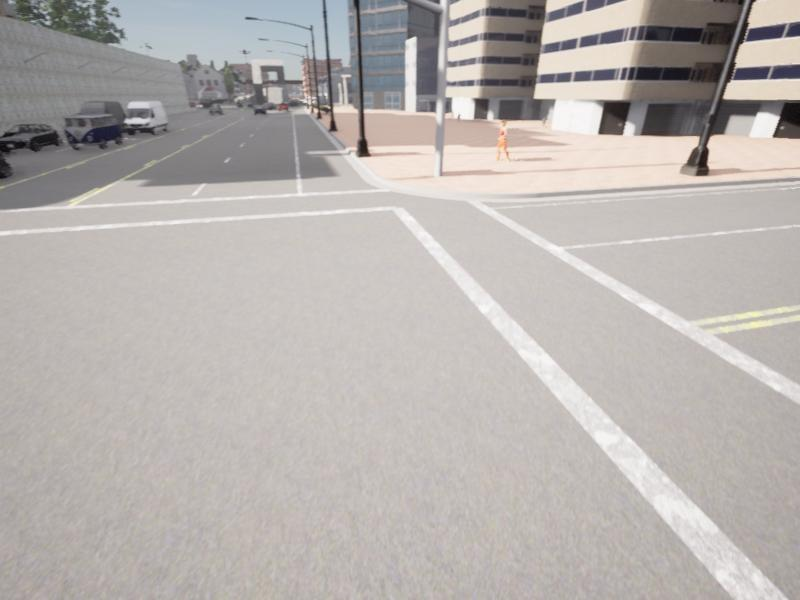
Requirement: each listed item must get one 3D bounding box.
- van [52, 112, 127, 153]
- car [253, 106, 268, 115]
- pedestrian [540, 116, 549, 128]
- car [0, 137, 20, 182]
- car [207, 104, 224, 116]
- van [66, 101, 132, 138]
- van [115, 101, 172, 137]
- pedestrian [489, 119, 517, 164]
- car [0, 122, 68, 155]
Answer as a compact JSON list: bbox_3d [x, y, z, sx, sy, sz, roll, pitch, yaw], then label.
[{"bbox_3d":[-19.224,-10.568,25.079,1.775,1.987,4.442,-6,28,-12],"label":"van"},{"bbox_3d":[-23.402,-31.828,67.144,1.895,1.301,4.718,-6,28,-12],"label":"car"},{"bbox_3d":[14.833,-18.287,41.060,0.500,1.100,0.500,21,34,35],"label":"pedestrian"},{"bbox_3d":[-16.339,-4.933,14.610,1.845,1.501,3.633,-7,28,-12],"label":"car"},{"bbox_3d":[-30.169,-31.108,65.491,1.789,1.549,3.705,-6,28,-12],"label":"car"},{"bbox_3d":[-25.279,-15.448,33.985,1.988,2.561,5.915,-6,28,-12],"label":"van"},{"bbox_3d":[-21.765,-15.616,34.294,1.988,2.561,5.915,-6,28,-12],"label":"van"},{"bbox_3d":[4.797,-7.425,18.693,0.751,1.860,0.751,-10,29,-18],"label":"pedestrian"},{"bbox_3d":[-22.609,-9.933,24.419,1.816,1.474,4.193,-6,28,-12],"label":"car"}]
